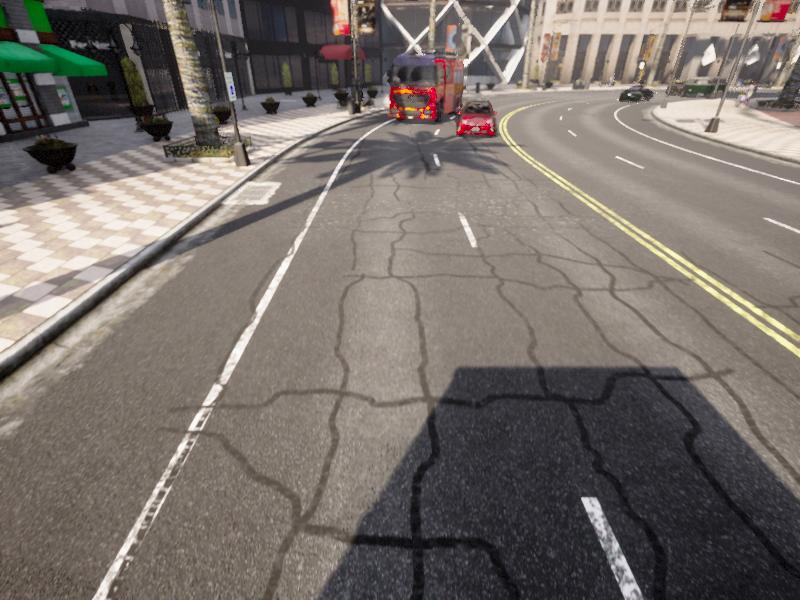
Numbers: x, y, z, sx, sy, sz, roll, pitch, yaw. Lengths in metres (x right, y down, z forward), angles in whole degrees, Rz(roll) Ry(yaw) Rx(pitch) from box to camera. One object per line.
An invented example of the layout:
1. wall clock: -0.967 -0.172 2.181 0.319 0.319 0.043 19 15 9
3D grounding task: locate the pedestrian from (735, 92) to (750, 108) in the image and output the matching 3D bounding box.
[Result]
1. pedestrian: 26.988 -15.730 31.493 0.500 1.100 0.500 27 40 38

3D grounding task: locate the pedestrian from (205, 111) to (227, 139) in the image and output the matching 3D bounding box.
1. pedestrian: -8.291 -7.900 18.063 0.500 1.100 0.500 3 30 6

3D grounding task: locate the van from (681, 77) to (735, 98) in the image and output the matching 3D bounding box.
1. van: 34.321 -23.714 44.624 4.442 1.987 1.775 -6 31 -11

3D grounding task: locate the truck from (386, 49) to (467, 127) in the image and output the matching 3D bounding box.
1. truck: 1.966 -13.903 25.992 2.891 3.827 8.468 10 32 16

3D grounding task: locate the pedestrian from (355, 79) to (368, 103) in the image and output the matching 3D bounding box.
1. pedestrian: -3.418 -18.712 35.805 0.751 1.860 0.751 14 33 22

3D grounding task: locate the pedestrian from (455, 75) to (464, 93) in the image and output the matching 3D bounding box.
1. pedestrian: 7.317 -26.542 49.207 0.751 1.860 0.751 -23 38 -34

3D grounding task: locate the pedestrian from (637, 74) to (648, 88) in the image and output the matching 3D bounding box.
1. pedestrian: 37.460 -33.881 61.791 0.751 1.860 0.751 -4 31 -6

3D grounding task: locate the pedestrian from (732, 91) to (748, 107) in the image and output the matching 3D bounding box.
1. pedestrian: 27.681 -16.357 32.564 0.500 1.100 0.500 -18 35 -27

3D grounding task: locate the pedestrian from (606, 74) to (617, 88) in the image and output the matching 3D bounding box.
1. pedestrian: 31.965 -33.152 60.538 0.751 1.860 0.751 -10 32 -17

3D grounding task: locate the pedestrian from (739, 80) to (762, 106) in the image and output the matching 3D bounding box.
1. pedestrian: 28.943 -17.078 33.047 0.751 1.860 0.751 -25 38 -35

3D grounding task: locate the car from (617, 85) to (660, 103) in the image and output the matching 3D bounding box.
1. car: 23.830 -20.650 39.986 4.181 1.385 1.994 -24 38 -34

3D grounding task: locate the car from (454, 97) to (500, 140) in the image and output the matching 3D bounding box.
1. car: 3.957 -9.422 20.607 2.007 1.525 4.514 5 31 9

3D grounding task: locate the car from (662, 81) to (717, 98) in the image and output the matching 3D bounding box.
1. car: 34.723 -25.336 48.038 5.027 1.651 2.152 -6 31 -11
